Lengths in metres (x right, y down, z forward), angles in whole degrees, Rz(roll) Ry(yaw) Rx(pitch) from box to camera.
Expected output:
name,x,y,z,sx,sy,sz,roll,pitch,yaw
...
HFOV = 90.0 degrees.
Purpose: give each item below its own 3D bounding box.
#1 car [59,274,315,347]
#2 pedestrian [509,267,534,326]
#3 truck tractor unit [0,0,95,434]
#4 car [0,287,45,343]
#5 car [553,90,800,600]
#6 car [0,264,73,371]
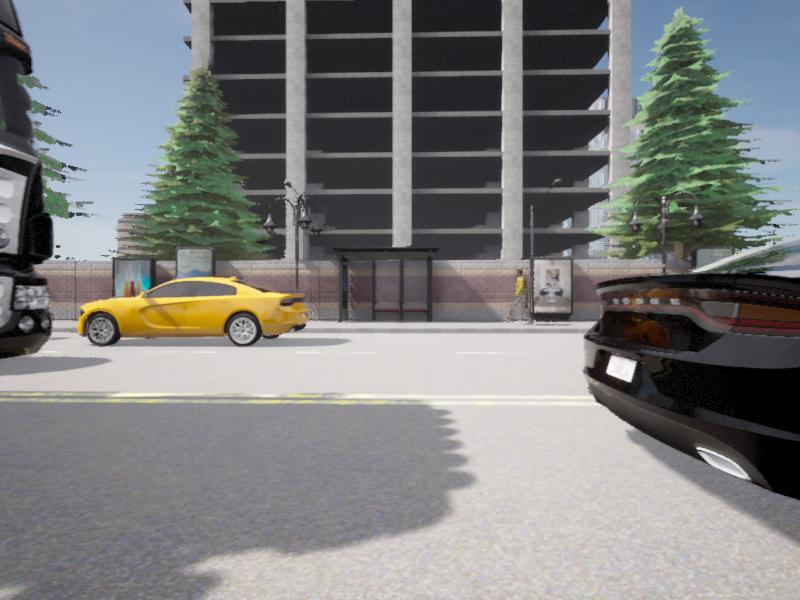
name,x,y,z,sx,sy,sz,roll,pitch,yaw
car,-4.696,0.223,9.355,5.008,1.535,1.882,0,0,1
pedestrian,3.975,-0.115,13.106,0.751,1.860,0.751,0,0,14
truck tractor unit,-6.223,-1.109,2.395,6.516,4.208,3.053,0,0,2
car,-11.625,0.345,9.538,4.718,1.301,1.895,0,0,2
car,3.804,0.171,2.134,5.238,1.638,1.930,0,0,2
car,-8.019,0.245,5.942,4.892,1.490,1.837,0,0,2
